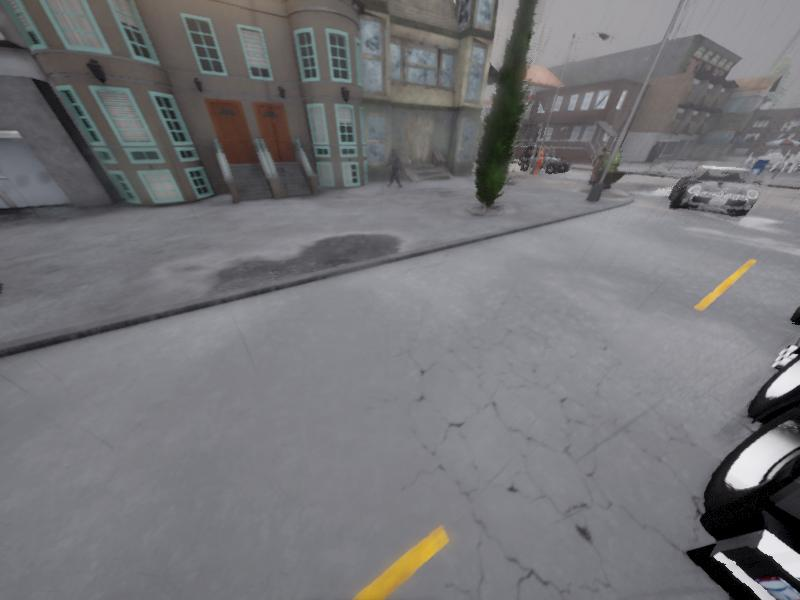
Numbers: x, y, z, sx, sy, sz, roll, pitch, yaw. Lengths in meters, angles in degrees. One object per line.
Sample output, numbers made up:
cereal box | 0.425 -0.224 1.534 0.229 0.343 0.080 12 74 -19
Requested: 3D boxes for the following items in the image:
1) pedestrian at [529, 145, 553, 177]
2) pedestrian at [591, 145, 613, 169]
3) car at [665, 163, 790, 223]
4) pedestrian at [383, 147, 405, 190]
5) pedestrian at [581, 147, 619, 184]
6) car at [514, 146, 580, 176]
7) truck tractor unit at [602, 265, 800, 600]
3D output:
pedestrian | 9.916 -9.781 16.302 0.751 1.860 0.751 7 35 9
pedestrian | 18.361 -13.017 21.026 0.751 1.860 0.751 14 37 19
car | 12.438 -4.421 9.179 1.970 1.475 3.806 27 43 33
pedestrian | -0.307 -6.761 11.891 0.751 1.860 0.751 -22 41 -29
pedestrian | 11.885 -8.024 13.794 0.751 1.860 0.751 -7 36 -11
car | 11.978 -11.623 19.162 1.905 1.878 3.866 -18 39 -24
truck tractor unit | 5.111 -0.300 0.785 6.516 4.208 3.053 -18 39 -24
